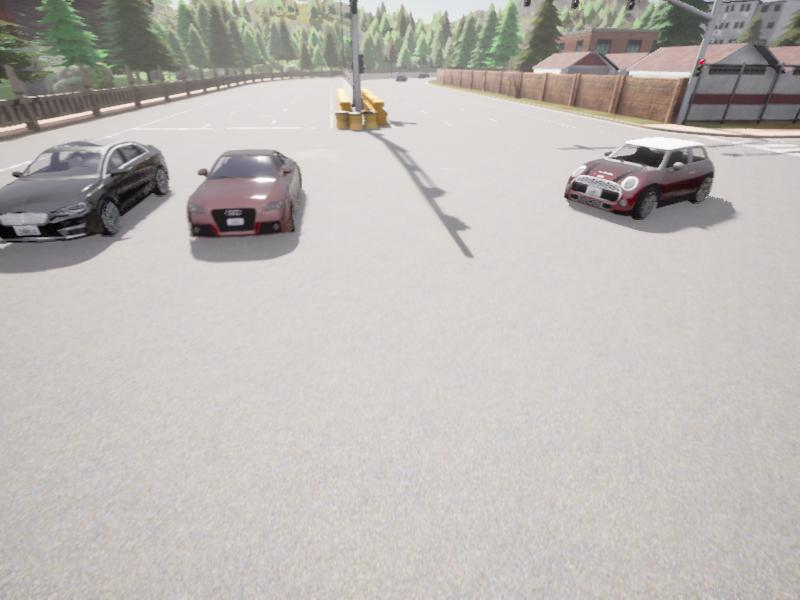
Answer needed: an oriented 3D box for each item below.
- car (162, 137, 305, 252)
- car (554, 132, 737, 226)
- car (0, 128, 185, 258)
[{"bbox_3d":[-3.354,-2.608,9.044,1.994,1.385,4.181,-4,31,-8],"label":"car"},{"bbox_3d":[6.149,-3.195,10.107,3.806,1.475,1.970,-16,34,-26],"label":"car"},{"bbox_3d":[-6.882,-2.672,8.946,2.128,1.511,4.902,-4,31,-8],"label":"car"}]
